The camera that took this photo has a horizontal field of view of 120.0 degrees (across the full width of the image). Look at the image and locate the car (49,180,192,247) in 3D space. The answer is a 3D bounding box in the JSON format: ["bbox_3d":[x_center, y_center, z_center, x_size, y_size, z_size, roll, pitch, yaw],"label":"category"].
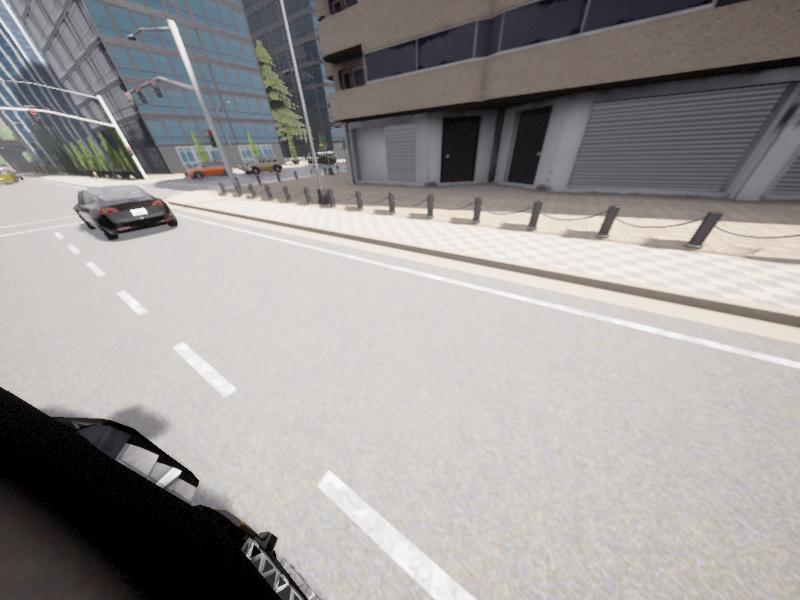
[{"bbox_3d":[-10.449,-3.447,8.635,4.792,1.488,2.163,18,39,28],"label":"car"}]

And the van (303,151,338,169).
[{"bbox_3d":[-11.881,-21.228,34.942,2.069,2.038,4.480,18,38,28],"label":"van"}]

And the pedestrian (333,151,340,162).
[{"bbox_3d":[-12.912,-29.267,46.973,0.751,1.860,0.751,21,40,31],"label":"pedestrian"}]

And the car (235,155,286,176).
[{"bbox_3d":[-17.022,-16.579,28.478,1.932,1.855,4.605,18,39,28],"label":"car"}]

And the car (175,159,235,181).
[{"bbox_3d":[-22.524,-15.217,26.931,2.097,1.767,4.553,18,39,29],"label":"car"}]

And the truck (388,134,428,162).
[{"bbox_3d":[1.666,-26.957,40.890,2.891,3.827,8.468,18,39,28],"label":"truck"}]

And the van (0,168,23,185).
[{"bbox_3d":[-61.305,-19.114,35.767,4.442,1.987,1.775,25,42,35],"label":"van"}]

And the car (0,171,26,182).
[{"bbox_3d":[-71.974,-23.009,42.888,4.514,1.525,2.007,18,39,28],"label":"car"}]
